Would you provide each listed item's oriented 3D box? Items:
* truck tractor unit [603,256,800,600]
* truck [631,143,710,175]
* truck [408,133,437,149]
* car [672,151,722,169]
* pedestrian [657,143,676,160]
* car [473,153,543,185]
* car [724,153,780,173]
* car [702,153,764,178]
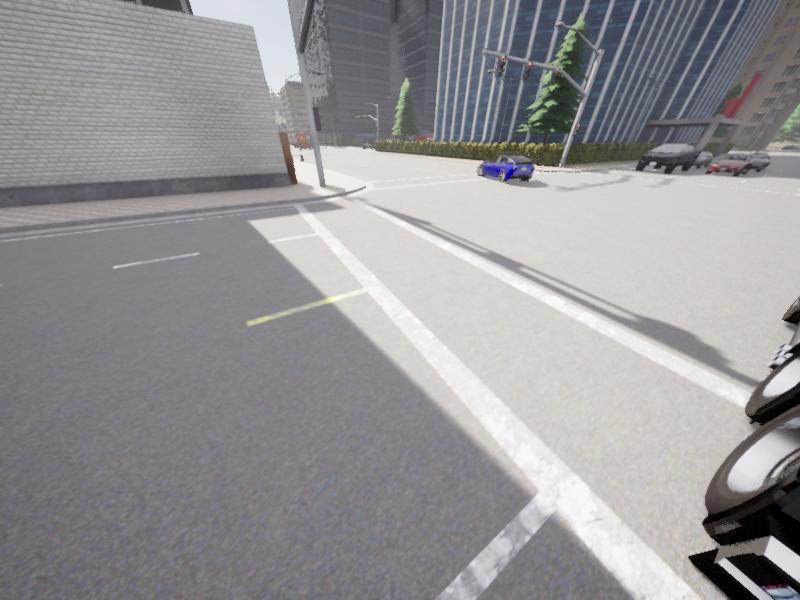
[{"bbox_3d":[5.102,-0.306,0.810,6.516,4.208,3.053,-19,39,-25],"label":"truck tractor unit"},{"bbox_3d":[23.848,-12.549,20.404,6.274,2.098,2.390,-18,39,-25],"label":"truck"},{"bbox_3d":[6.650,-47.360,68.774,8.468,3.827,2.891,-19,39,-25],"label":"truck"},{"bbox_3d":[30.640,-14.510,23.855,4.674,1.442,1.812,-18,39,-25],"label":"car"},{"bbox_3d":[36.193,-20.185,31.380,0.751,1.860,0.751,-12,37,-17],"label":"pedestrian"},{"bbox_3d":[7.163,-9.171,15.967,2.007,1.525,4.514,-7,35,-10],"label":"car"},{"bbox_3d":[33.204,-13.012,21.796,4.181,1.385,1.994,-19,39,-25],"label":"car"},{"bbox_3d":[27.160,-11.065,18.851,4.193,1.474,1.816,-18,39,-25],"label":"car"}]
